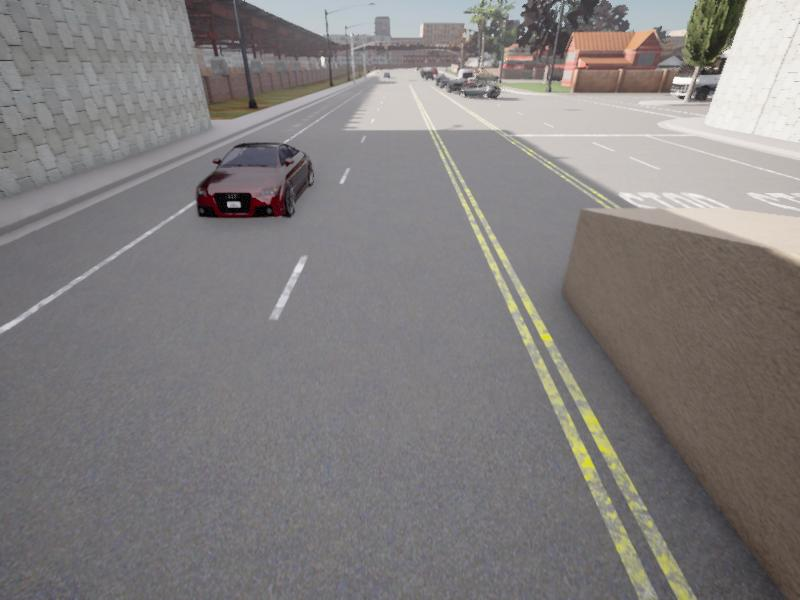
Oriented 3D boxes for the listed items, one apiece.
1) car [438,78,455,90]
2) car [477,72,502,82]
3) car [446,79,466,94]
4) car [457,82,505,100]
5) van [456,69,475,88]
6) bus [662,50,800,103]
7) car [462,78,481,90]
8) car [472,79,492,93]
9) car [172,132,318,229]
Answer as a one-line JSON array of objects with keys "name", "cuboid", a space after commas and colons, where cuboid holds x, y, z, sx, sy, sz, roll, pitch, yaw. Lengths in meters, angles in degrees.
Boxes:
[{"name": "car", "cuboid": [7.005, -32.734, 60.502, 2.033, 1.411, 5.357, 0, 30, 0]}, {"name": "car", "cuboid": [18.871, -47.090, 84.539, 4.605, 1.855, 1.932, -1, 30, -1]}, {"name": "car", "cuboid": [7.036, -27.209, 50.967, 1.837, 1.490, 4.892, 0, 31, 0]}, {"name": "car", "cuboid": [8.431, -22.042, 42.114, 2.007, 1.525, 4.514, -26, 39, -37]}, {"name": "van", "cuboid": [10.511, -35.967, 64.890, 1.988, 2.561, 5.915, 0, 30, 0]}, {"name": "bus", "cuboid": [32.282, -21.623, 38.710, 10.273, 4.253, 3.944, 0, 30, 0]}, {"name": "car", "cuboid": [10.538, -31.978, 59.129, 1.970, 1.475, 3.806, 0, 30, 0]}, {"name": "car", "cuboid": [10.590, -27.761, 51.849, 1.789, 1.549, 3.705, -1, 30, -1]}, {"name": "car", "cuboid": [-3.495, -3.171, 10.047, 1.994, 1.385, 4.181, 0, 30, 0]}]
